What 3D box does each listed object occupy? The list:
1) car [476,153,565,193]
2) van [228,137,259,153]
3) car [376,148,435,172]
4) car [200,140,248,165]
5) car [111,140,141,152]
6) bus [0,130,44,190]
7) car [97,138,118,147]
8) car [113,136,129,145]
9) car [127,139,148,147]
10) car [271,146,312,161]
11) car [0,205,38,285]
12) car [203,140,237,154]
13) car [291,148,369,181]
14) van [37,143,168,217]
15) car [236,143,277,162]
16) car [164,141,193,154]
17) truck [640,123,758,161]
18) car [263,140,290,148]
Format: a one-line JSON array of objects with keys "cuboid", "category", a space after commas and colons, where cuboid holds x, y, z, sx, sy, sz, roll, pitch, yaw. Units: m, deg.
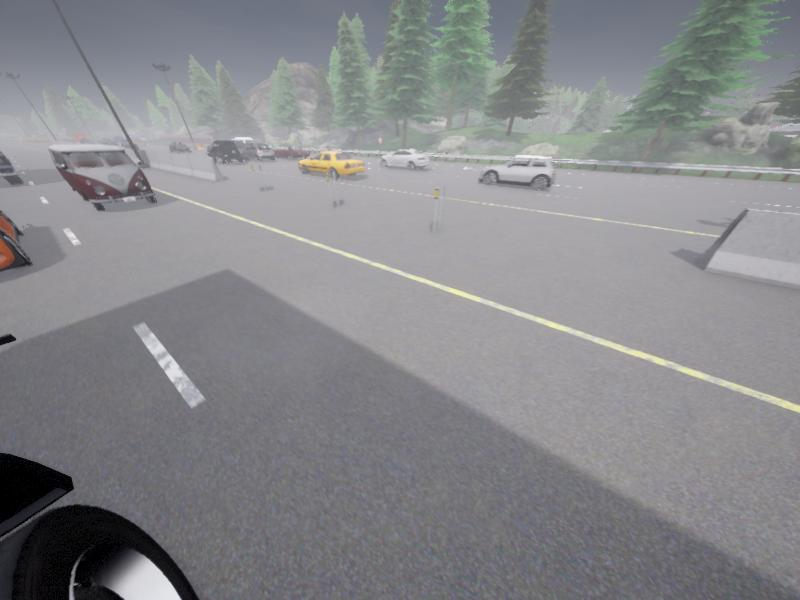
[{"cuboid": [6.534, -7.109, 12.764, 3.806, 1.475, 1.970, 22, 41, 28], "category": "car"}, {"cuboid": [-25.629, -25.396, 37.879, 4.480, 2.038, 2.069, 22, 41, 28], "category": "van"}, {"cuboid": [0.393, -12.068, 19.759, 4.674, 1.442, 1.812, 22, 41, 28], "category": "car"}, {"cuboid": [-17.313, -14.553, 22.723, 3.866, 1.878, 1.905, 22, 41, 28], "category": "car"}, {"cuboid": [-47.112, -26.537, 39.727, 4.974, 1.542, 2.038, 22, 40, 28], "category": "car"}, {"cuboid": [-24.301, -8.602, 12.178, 10.273, 4.253, 3.944, 22, 41, 28], "category": "bus"}, {"cuboid": [-73.778, -39.820, 58.294, 4.611, 1.667, 2.242, 23, 41, 29], "category": "car"}, {"cuboid": [-77.562, -44.294, 64.162, 5.566, 2.045, 2.150, 30, 45, 35], "category": "car"}, {"cuboid": [-63.693, -38.185, 56.068, 5.366, 1.575, 1.801, 22, 41, 28], "category": "car"}, {"cuboid": [-12.850, -17.412, 27.334, 4.718, 1.301, 1.895, 22, 41, 28], "category": "car"}, {"cuboid": [-9.489, -1.464, 4.334, 4.553, 1.767, 2.097, 22, 41, 28], "category": "car"}, {"cuboid": [-27.939, -23.723, 35.807, 4.611, 1.667, 2.242, 22, 41, 28], "category": "car"}, {"cuboid": [-4.808, -9.320, 15.696, 5.366, 1.575, 1.801, 22, 41, 28], "category": "car"}, {"cuboid": [-11.305, -4.747, 8.803, 4.442, 1.987, 1.775, 22, 41, 28], "category": "van"}, {"cuboid": [-15.732, -16.256, 25.397, 3.988, 1.617, 1.851, 22, 41, 28], "category": "car"}, {"cuboid": [-34.739, -23.968, 36.213, 3.633, 1.501, 1.845, 22, 41, 28], "category": "car"}, {"cuboid": [38.867, -21.069, 30.814, 8.468, 3.827, 2.891, 23, 41, 29], "category": "truck"}, {"cuboid": [-29.052, -36.838, 54.461, 2.038, 1.542, 4.974, 21, 40, 27], "category": "car"}]
